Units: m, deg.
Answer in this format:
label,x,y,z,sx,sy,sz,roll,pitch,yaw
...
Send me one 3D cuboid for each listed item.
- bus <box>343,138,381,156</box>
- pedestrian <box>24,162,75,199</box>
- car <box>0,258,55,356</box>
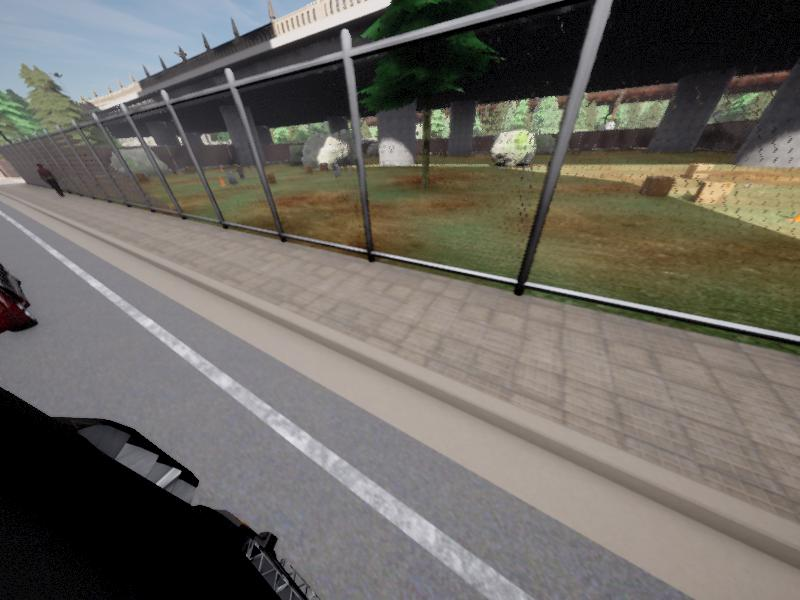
label,x,y,z,sx,sy,sz,roll,pitch,yaw
bus,-11.421,-46.122,69.602,10.273,4.253,3.944,-11,35,-12
pedestrian,-20.684,-7.060,13.680,0.751,1.860,0.751,14,37,23
car,-7.424,-0.111,3.248,4.181,1.385,1.994,17,38,26
